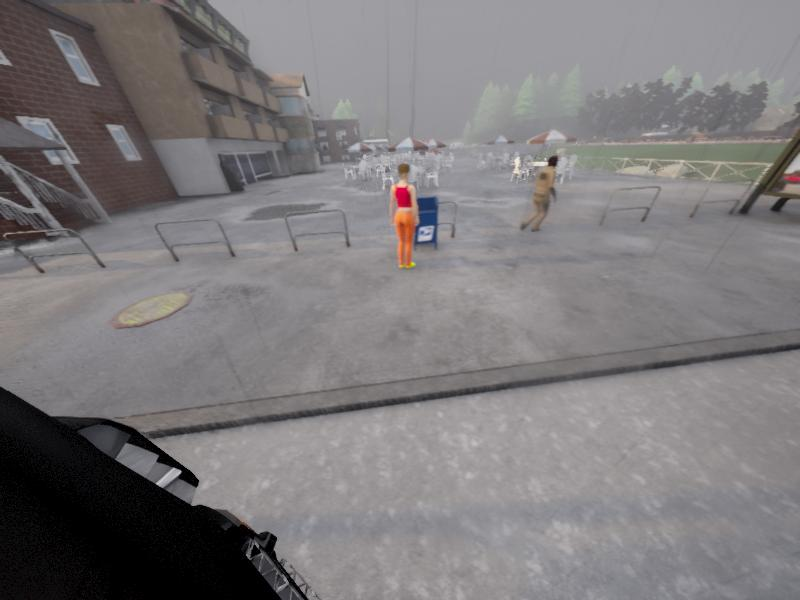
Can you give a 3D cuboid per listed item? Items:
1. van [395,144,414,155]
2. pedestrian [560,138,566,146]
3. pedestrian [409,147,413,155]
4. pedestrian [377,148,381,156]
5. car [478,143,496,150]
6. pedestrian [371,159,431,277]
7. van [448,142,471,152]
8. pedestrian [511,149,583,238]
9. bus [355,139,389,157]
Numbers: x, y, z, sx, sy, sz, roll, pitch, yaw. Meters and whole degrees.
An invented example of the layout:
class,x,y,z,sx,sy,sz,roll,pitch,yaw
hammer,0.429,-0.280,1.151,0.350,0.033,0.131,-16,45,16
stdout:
class,x,y,z,sx,sy,sz,roll,pitch,yaw
van,1.546,-49.492,75.881,5.915,2.561,1.988,-6,34,-4
pedestrian,50.904,-49.397,72.222,0.751,1.860,0.751,-6,34,-5
pedestrian,3.076,-41.211,63.777,0.751,1.860,0.751,12,37,22
pedestrian,-6.322,-44.951,70.103,0.751,1.860,0.751,-25,40,-30
car,28.098,-49.651,74.848,4.856,1.649,2.033,-6,34,-4
pedestrian,0.077,-1.457,4.223,0.751,1.860,0.751,10,36,19
van,18.935,-49.019,73.915,6.366,2.431,2.351,-6,34,-4
pedestrian,3.524,-2.606,5.719,0.751,1.860,0.751,-12,35,-13
bus,-8.842,-49.034,74.506,10.273,4.253,3.944,-6,34,-4
